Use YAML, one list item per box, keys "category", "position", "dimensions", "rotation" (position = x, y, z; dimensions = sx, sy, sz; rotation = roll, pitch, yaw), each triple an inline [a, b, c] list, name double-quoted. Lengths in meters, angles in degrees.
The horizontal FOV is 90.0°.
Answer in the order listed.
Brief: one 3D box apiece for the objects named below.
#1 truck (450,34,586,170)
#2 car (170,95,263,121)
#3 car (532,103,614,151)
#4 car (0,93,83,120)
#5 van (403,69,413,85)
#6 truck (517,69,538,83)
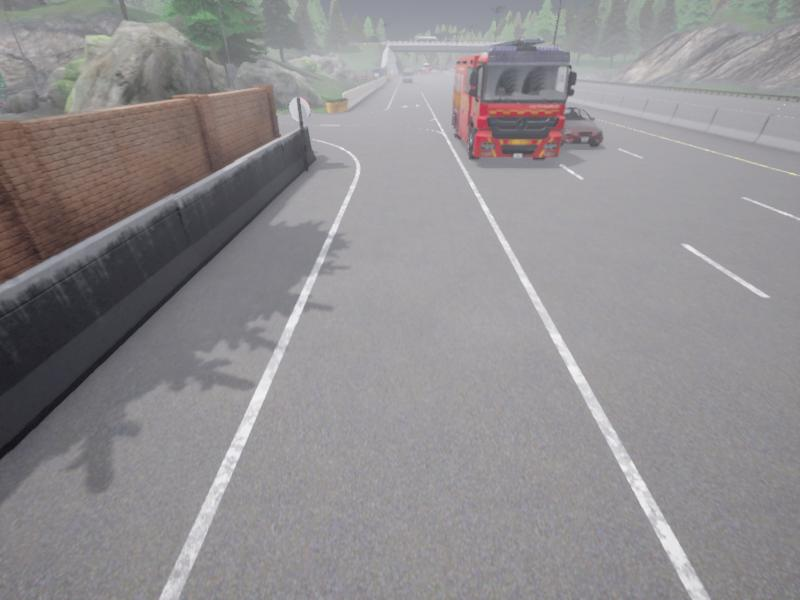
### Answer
- category: "truck"
  position: [3.967, -8.154, 16.147]
  dimensions: [2.891, 3.827, 8.468]
  rotation: [0, 30, 1]
- category: "car"
  position: [-11.278, -11.935, 24.787]
  dimensions: [4.718, 1.301, 1.895]
  rotation: [2, 30, 3]
- category: "car"
  position: [7.497, -7.772, 17.808]
  dimensions: [1.816, 1.474, 4.193]
  rotation: [0, 30, 1]
- category: "car"
  position: [-22.966, -12.181, 25.185]
  dimensions: [4.181, 1.385, 1.994]
  rotation: [1, 30, 2]
- category: "van"
  position: [1.534, -43.658, 78.165]
  dimensions: [1.988, 2.561, 5.915]
  rotation: [0, 31, 1]
- category: "truck"
  position: [26.107, -45.900, 81.972]
  dimensions: [2.627, 2.467, 5.204]
  rotation: [0, 30, 1]
